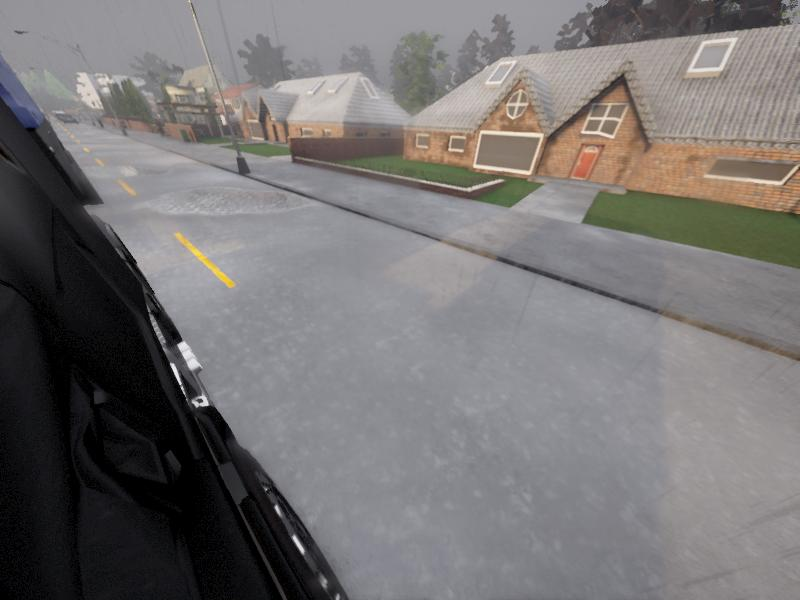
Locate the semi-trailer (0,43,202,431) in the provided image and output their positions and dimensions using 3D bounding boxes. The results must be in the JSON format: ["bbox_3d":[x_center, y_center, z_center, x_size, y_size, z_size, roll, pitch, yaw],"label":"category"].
[{"bbox_3d":[-8.700,-3.605,4.225,14.254,4.402,2.717,28,44,30],"label":"semi-trailer"}]

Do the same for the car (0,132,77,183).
[{"bbox_3d":[-15.675,-6.069,9.638,4.181,1.385,1.994,28,44,30],"label":"car"}]

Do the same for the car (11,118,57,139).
[{"bbox_3d":[-35.854,-16.885,22.700,4.193,1.474,1.816,28,44,30],"label":"car"}]

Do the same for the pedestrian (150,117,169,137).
[{"bbox_3d":[-28.487,-20.445,27.374,0.751,1.860,0.751,28,44,30],"label":"pedestrian"}]

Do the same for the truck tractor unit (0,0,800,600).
[{"bbox_3d":[-2.645,-0.295,0.351,6.516,4.208,3.053,28,44,30],"label":"truck tractor unit"}]

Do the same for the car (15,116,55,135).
[{"bbox_3d":[-41.004,-19.655,26.026,3.633,1.501,1.845,28,44,30],"label":"car"}]

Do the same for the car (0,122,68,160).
[{"bbox_3d":[-21.861,-9.442,13.601,4.514,1.525,2.007,28,44,30],"label":"car"}]

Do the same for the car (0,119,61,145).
[{"bbox_3d":[-29.797,-13.675,18.753,4.514,1.525,2.007,28,44,30],"label":"car"}]
